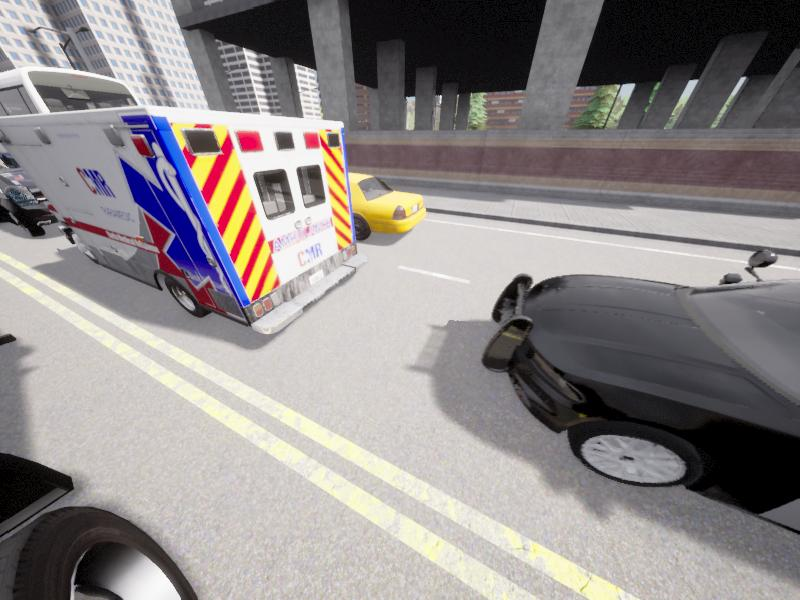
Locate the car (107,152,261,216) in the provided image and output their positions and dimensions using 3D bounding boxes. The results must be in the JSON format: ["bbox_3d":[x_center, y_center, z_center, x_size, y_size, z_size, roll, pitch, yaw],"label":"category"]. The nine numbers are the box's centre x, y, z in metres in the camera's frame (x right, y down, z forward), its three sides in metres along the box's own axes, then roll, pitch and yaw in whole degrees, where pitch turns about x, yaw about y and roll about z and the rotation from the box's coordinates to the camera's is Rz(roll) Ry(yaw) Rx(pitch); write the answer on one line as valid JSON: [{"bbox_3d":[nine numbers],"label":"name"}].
[{"bbox_3d":[-8.367,-4.746,9.140,4.611,1.667,2.242,15,38,20],"label":"car"}]

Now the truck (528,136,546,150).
[{"bbox_3d":[29.506,-34.023,49.945,2.615,2.467,5.204,15,38,20],"label":"truck"}]

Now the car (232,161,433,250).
[{"bbox_3d":[-1.940,-2.978,6.752,5.366,1.575,1.801,15,38,20],"label":"car"}]

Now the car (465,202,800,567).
[{"bbox_3d":[3.413,0.661,1.573,5.238,1.638,1.930,15,38,20],"label":"car"}]

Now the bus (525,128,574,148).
[{"bbox_3d":[40.065,-43.783,62.580,10.273,4.253,3.944,15,38,20],"label":"bus"}]

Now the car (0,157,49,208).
[{"bbox_3d":[-16.631,-4.703,9.126,3.705,1.549,1.789,15,38,20],"label":"car"}]

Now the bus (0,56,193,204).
[{"bbox_3d":[-16.459,-7.906,11.329,10.273,4.253,3.944,15,38,20],"label":"bus"}]

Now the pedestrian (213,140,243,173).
[{"bbox_3d":[-11.731,-9.782,15.791,0.751,1.860,0.751,15,38,20],"label":"pedestrian"}]

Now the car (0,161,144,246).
[{"bbox_3d":[-10.797,-3.113,6.946,4.902,1.511,2.128,15,38,20],"label":"car"}]

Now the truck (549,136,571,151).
[{"bbox_3d":[33.414,-32.964,48.467,2.615,2.467,5.204,15,38,20],"label":"truck"}]

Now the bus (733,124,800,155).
[{"bbox_3d":[68.764,-29.379,42.240,3.944,4.253,10.273,15,38,20],"label":"bus"}]

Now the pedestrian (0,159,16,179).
[{"bbox_3d":[-25.473,-8.630,14.331,0.751,1.860,0.751,14,38,19],"label":"pedestrian"}]

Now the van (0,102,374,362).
[{"bbox_3d":[-3.893,-1.630,4.092,6.366,2.431,2.351,15,38,20],"label":"van"}]
